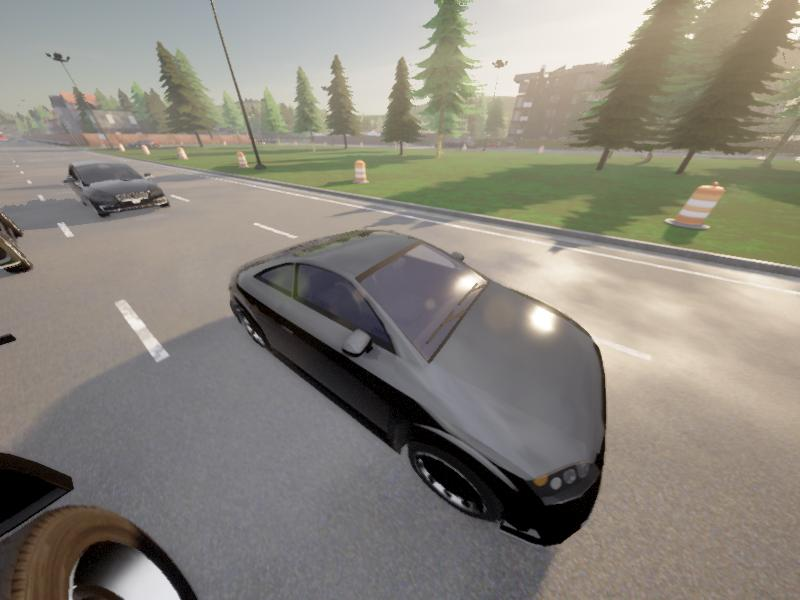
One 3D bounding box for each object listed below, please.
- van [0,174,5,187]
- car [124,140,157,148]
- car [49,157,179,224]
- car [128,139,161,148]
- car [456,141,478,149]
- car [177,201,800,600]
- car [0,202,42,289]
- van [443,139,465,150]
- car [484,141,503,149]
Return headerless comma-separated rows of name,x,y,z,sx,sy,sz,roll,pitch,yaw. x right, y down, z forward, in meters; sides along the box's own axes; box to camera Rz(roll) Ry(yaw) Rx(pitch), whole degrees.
van,-23.502,-7.232,12.260,4.442,1.987,1.775,22,41,28
car,-59.304,-35.775,52.938,2.007,1.525,4.514,12,37,17
car,-10.620,-4.243,8.548,4.892,1.490,1.837,22,41,28
car,-61.617,-37.892,55.854,2.242,1.667,4.611,14,37,18
car,16.751,-38.859,57.842,4.611,1.667,2.242,22,41,28
car,-0.136,0.079,2.606,4.181,1.385,1.994,22,41,28
car,-9.603,-1.420,4.439,5.027,1.651,2.152,22,41,28
van,12.365,-35.907,53.227,4.442,1.987,1.775,22,41,28
car,23.277,-38.671,57.598,3.705,1.549,1.789,22,41,28
